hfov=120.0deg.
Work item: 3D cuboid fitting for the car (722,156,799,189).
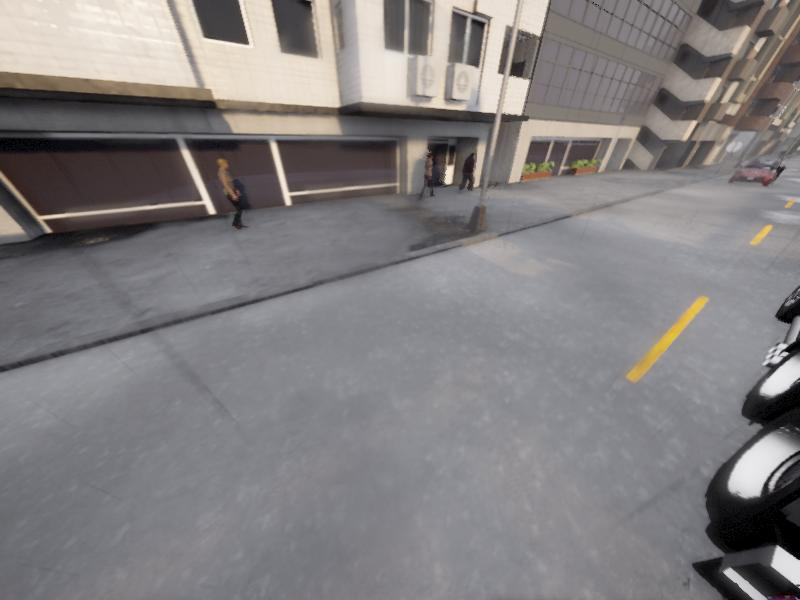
[{"bbox_3d":[23.066,-8.264,14.811,3.633,1.501,1.845,-19,39,-26],"label":"car"}]

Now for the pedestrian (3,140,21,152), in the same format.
[{"bbox_3d":[-72.711,-28.810,43.275,0.751,1.860,0.751,-23,41,-30],"label":"pedestrian"}]

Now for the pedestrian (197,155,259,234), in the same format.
[{"bbox_3d":[-4.686,-2.934,6.451,0.751,1.860,0.751,-17,38,-23],"label":"pedestrian"}]

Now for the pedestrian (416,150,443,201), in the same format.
[{"bbox_3d":[1.270,-5.463,10.150,0.751,1.860,0.751,-22,41,-29],"label":"pedestrian"}]

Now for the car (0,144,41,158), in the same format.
[{"bbox_3d":[-56.076,-21.837,33.829,1.882,1.535,5.008,-19,39,-26],"label":"car"}]

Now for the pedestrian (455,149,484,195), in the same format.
[{"bbox_3d":[3.401,-6.307,11.386,0.751,1.860,0.751,-22,40,-28],"label":"pedestrian"}]

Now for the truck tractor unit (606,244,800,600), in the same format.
[{"bbox_3d":[5.078,-0.331,0.833,6.516,4.208,3.053,-20,39,-26],"label":"truck tractor unit"}]
